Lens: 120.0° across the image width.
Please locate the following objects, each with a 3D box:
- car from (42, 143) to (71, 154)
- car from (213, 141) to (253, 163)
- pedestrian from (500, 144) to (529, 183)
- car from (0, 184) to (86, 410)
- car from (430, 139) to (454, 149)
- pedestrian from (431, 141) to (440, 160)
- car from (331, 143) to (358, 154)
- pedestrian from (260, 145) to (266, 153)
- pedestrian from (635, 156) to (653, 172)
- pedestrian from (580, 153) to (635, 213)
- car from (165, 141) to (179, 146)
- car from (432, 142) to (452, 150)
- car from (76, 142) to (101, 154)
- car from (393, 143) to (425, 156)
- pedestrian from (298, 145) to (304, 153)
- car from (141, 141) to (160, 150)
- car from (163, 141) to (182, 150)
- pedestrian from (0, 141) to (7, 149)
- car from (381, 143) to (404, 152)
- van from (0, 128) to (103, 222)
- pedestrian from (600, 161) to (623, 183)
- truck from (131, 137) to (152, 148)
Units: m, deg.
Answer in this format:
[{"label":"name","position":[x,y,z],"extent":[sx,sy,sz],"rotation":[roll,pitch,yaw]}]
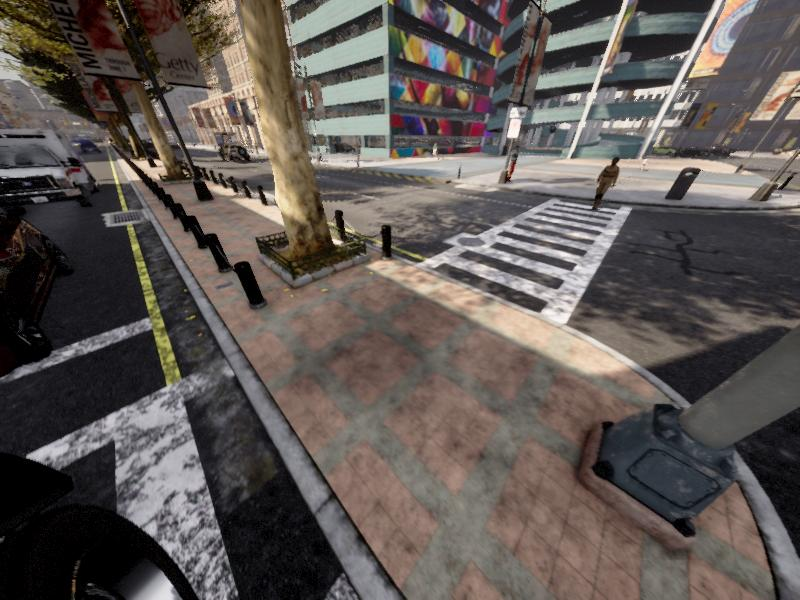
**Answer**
[{"label":"car","position":[-54.137,-24.057,36.521],"extent":[4.718,1.301,1.895],"rotation":[29,44,34]},{"label":"car","position":[-18.537,-16.455,25.609],"extent":[4.605,1.855,1.932],"rotation":[29,44,35]},{"label":"pedestrian","position":[6.625,-7.922,13.439],"extent":[0.751,1.860,0.751],"rotation":[-22,41,-28]},{"label":"car","position":[-6.215,-0.193,2.859],"extent":[4.792,1.488,2.163],"rotation":[30,44,35]},{"label":"car","position":[10.639,-39.696,58.746],"extent":[5.566,2.045,2.435],"rotation":[29,44,34]},{"label":"pedestrian","position":[4.229,-17.781,27.511],"extent":[0.751,1.860,0.751],"rotation":[17,38,22]},{"label":"car","position":[-9.845,-26.866,40.799],"extent":[4.786,1.482,2.161],"rotation":[29,44,34]},{"label":"pedestrian","position":[-22.157,-24.491,37.430],"extent":[0.500,1.100,0.500],"rotation":[-24,42,-30]},{"label":"pedestrian","position":[19.897,-11.113,18.840],"extent":[0.500,1.100,0.500],"rotation":[-24,42,-31]},{"label":"pedestrian","position":[7.654,-4.326,8.573],"extent":[0.751,1.860,0.751],"rotation":[-29,45,-35]},{"label":"car","position":[-64.302,-44.164,65.152],"extent":[4.718,1.301,1.895],"rotation":[29,44,34]},{"label":"car","position":[10.594,-39.398,59.003],"extent":[4.514,1.523,2.007],"rotation":[29,44,34]},{"label":"car","position":[-49.216,-24.162,36.614],"extent":[4.674,1.442,1.812],"rotation":[29,44,34]},{"label":"car","position":[1.383,-23.952,36.706],"extent":[4.902,1.511,2.128],"rotation":[29,44,34]},{"label":"pedestrian","position":[-16.047,-24.519,37.549],"extent":[0.500,1.100,0.500],"rotation":[12,37,17]},{"label":"car","position":[-50.262,-31.109,46.488],"extent":[4.892,1.490,1.837],"rotation":[29,44,34]},{"label":"car","position":[-47.737,-32.439,48.521],"extent":[3.806,1.475,1.970],"rotation":[29,44,34]},{"label":"pedestrian","position":[-73.644,-28.796,42.255],"extent":[0.751,1.860,0.751],"rotation":[-29,44,-35]},{"label":"car","position":[-1.535,-31.418,47.505],"extent":[4.718,1.301,1.895],"rotation":[29,44,34]},{"label":"van","position":[-14.265,-5.188,9.070],"extent":[6.366,2.431,2.351],"rotation":[29,44,34]},{"label":"pedestrian","position":[12.523,-7.571,13.676],"extent":[0.500,1.100,0.500],"rotation":[-21,40,-28]},{"label":"truck","position":[-63.296,-38.582,56.485],"extent":[6.274,2.098,2.390],"rotation":[29,44,34]}]
